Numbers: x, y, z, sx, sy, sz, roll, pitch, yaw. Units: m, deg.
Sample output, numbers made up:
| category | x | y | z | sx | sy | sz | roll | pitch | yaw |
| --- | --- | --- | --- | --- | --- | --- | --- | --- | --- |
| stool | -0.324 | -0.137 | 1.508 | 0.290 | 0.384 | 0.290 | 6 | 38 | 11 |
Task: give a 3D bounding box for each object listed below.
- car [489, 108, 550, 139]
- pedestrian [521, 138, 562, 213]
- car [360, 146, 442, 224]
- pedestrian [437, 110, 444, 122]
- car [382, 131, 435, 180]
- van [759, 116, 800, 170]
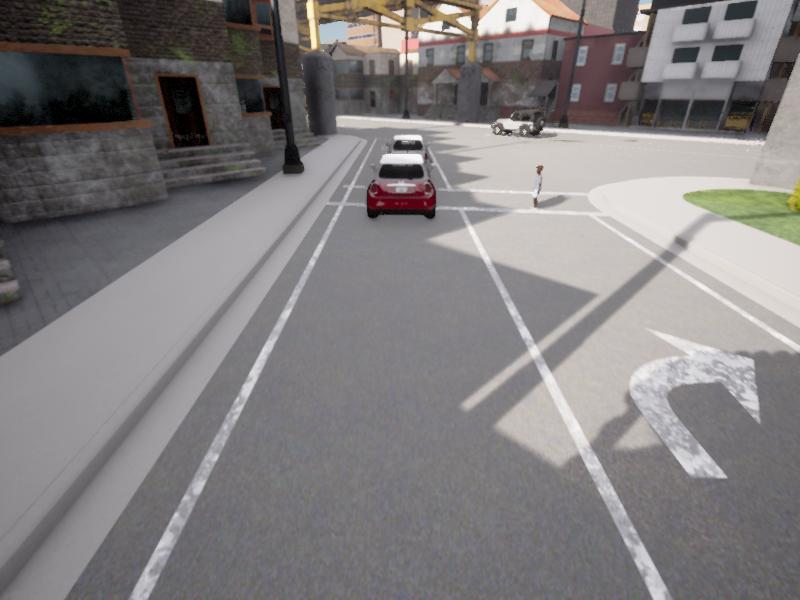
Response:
| category | x | y | z | sx | sy | sz | roll | pitch | yaw |
| --- | --- | --- | --- | --- | --- | --- | --- | --- | --- |
| car | 9.057 | -13.518 | 30.540 | 1.905 | 1.878 | 3.866 | -24 | 36 | -39 |
| pedestrian | 3.883 | -3.457 | 11.130 | 0.751 | 1.860 | 0.751 | 6 | 28 | 12 |
| car | 0.072 | -3.501 | 11.692 | 1.970 | 1.475 | 3.806 | 1 | 27 | 1 |
| pedestrian | 4.405 | -20.168 | 43.854 | 0.500 | 1.100 | 0.500 | -17 | 32 | -29 |
| car | 0.330 | -6.185 | 16.866 | 1.970 | 1.475 | 3.806 | 0 | 27 | 1 |
| van | 18.882 | -6.716 | 17.248 | 2.069 | 2.038 | 4.480 | -24 | 36 | -39 |
